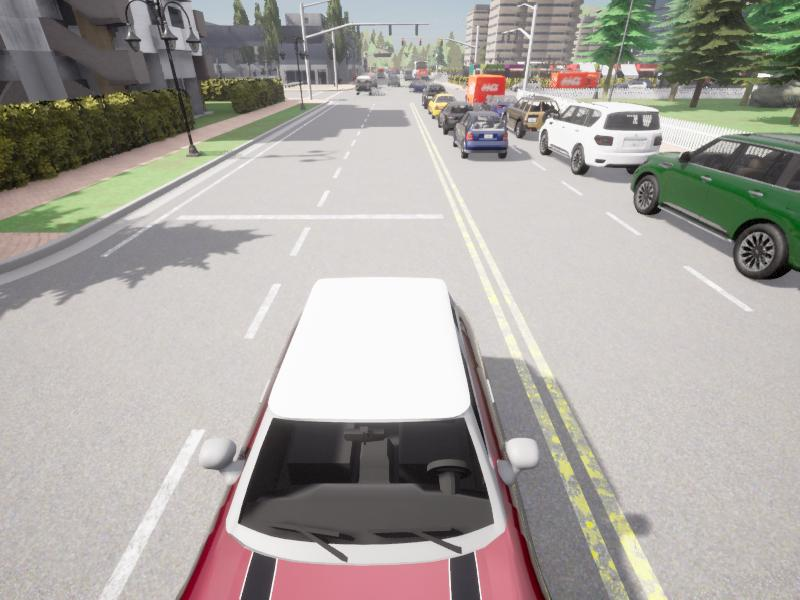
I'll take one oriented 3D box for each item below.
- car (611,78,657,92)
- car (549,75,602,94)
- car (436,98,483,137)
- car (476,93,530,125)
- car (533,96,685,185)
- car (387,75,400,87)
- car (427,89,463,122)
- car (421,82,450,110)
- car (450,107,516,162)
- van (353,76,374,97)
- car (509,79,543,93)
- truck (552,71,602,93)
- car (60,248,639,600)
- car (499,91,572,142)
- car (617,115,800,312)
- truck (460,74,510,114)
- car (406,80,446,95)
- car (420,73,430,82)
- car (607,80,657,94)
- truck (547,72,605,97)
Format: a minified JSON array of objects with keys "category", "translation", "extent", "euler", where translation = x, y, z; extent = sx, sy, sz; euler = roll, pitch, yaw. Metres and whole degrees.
[{"category":"car","translation":[31.958,-29.401,54.747],"extent":[4.856,1.649,2.033],"euler":[-1,30,-2]},{"category":"car","translation":[22.417,-27.630,51.317],"extent":[5.566,2.045,2.150],"euler":[-1,30,-2]},{"category":"car","translation":[3.064,-9.829,21.393],"extent":[1.816,1.474,4.193],"euler":[0,30,-1]},{"category":"car","translation":[6.505,-12.431,25.844],"extent":[2.163,1.488,4.792],"euler":[0,30,-1]},{"category":"car","translation":[6.666,-5.727,13.801],"extent":[2.150,2.045,5.566],"euler":[0,30,-1]},{"category":"car","translation":[-1.075,-37.603,68.655],"extent":[2.097,1.767,4.553],"euler":[0,30,-1]},{"category":"car","translation":[2.983,-13.395,27.397],"extent":[1.801,1.575,5.366],"euler":[0,30,-1]},{"category":"car","translation":[2.902,-17.076,33.405],"extent":[1.932,1.855,4.605],"euler":[0,30,-1]},{"category":"car","translation":[3.140,-6.677,15.916],"extent":[1.789,1.549,3.705],"euler":[0,30,-1]},{"category":"van","translation":[-4.288,-25.302,47.337],"extent":[2.069,2.038,4.480],"euler":[0,30,-1]},{"category":"car","translation":[17.066,-29.145,54.348],"extent":[3.988,1.617,1.851],"euler":[0,30,0]},{"category":"truck","translation":[23.855,-29.602,54.286],"extent":[5.204,2.467,2.627],"euler":[-1,30,-2]},{"category":"car","translation":[-0.172,1.064,2.755],"extent":[1.970,1.475,3.806],"euler":[0,30,0]},{"category":"car","translation":[6.581,-9.310,20.105],"extent":[1.932,1.855,4.605],"euler":[0,30,-1]},{"category":"car","translation":[6.757,-2.045,7.494],"extent":[2.150,2.045,5.566],"euler":[0,30,-1]},{"category":"truck","translation":[6.430,-16.073,31.102],"extent":[2.627,2.467,5.204],"euler":[0,30,-1]},{"category":"car","translation":[3.258,-27.380,51.452],"extent":[4.792,1.488,2.163],"euler":[26,39,37]},{"category":"car","translation":[5.613,-51.023,91.787],"extent":[1.930,1.638,5.238],"euler":[0,30,-1]},{"category":"car","translation":[29.863,-27.546,51.684],"extent":[4.974,1.542,2.038],"euler":[-1,30,-2]},{"category":"truck","translation":[20.484,-25.265,46.842],"extent":[5.204,2.467,2.627],"euler":[-1,30,-2]}]
